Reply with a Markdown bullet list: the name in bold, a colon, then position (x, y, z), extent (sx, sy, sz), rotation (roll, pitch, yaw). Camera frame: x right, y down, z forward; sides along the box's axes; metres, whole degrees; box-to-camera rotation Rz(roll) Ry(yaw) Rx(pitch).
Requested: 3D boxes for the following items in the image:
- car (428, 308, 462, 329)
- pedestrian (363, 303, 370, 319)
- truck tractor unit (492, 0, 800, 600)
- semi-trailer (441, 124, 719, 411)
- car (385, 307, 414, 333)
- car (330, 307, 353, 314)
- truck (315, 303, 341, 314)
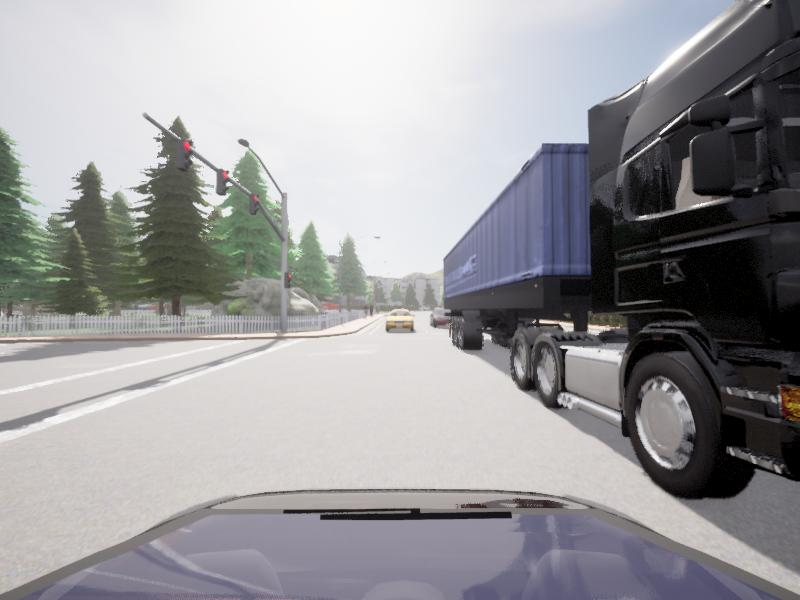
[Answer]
- **car**: position (3.478, 1.422, 31.830), extent (2.163, 1.488, 4.792), rotation (0, -1, 0)
- **pedestrian**: position (-4.141, 1.360, 49.083), extent (0.751, 1.860, 0.751), rotation (0, -1, 2)
- **truck tractor unit**: position (3.502, -0.433, 5.340), extent (3.053, 4.208, 6.516), rotation (0, -1, 0)
- **semi-trailer**: position (3.477, -0.382, 13.254), extent (2.717, 4.402, 14.254), rotation (0, -1, 0)
- **car**: position (0.027, 1.296, 27.210), extent (1.801, 1.575, 5.366), rotation (0, -1, 2)
- **car**: position (-13.187, 2.441, 91.039), extent (4.902, 1.511, 2.128), rotation (0, -1, 2)
- **truck**: position (-15.732, 1.905, 87.610), extent (5.204, 2.467, 2.627), rotation (0, -1, 1)
